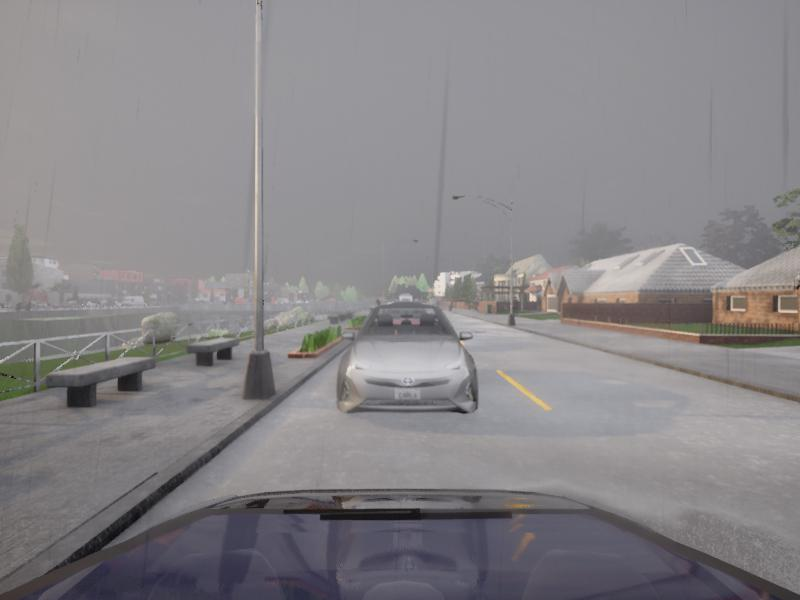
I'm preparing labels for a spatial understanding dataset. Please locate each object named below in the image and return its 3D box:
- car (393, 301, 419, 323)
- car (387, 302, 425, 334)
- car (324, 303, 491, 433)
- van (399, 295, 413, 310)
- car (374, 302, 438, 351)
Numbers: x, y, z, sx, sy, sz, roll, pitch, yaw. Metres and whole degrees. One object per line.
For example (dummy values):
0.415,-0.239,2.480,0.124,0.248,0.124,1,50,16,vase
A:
0.443,0.854,29.711,1.845,1.501,3.633,0,0,1,car
0.323,0.874,21.085,1.816,1.474,4.193,0,0,1,car
0.119,0.836,7.072,2.007,1.525,4.514,0,0,1,car
1.031,0.439,70.821,2.351,2.431,6.366,0,0,1,van
0.230,0.843,14.740,2.007,1.525,4.514,0,0,1,car
